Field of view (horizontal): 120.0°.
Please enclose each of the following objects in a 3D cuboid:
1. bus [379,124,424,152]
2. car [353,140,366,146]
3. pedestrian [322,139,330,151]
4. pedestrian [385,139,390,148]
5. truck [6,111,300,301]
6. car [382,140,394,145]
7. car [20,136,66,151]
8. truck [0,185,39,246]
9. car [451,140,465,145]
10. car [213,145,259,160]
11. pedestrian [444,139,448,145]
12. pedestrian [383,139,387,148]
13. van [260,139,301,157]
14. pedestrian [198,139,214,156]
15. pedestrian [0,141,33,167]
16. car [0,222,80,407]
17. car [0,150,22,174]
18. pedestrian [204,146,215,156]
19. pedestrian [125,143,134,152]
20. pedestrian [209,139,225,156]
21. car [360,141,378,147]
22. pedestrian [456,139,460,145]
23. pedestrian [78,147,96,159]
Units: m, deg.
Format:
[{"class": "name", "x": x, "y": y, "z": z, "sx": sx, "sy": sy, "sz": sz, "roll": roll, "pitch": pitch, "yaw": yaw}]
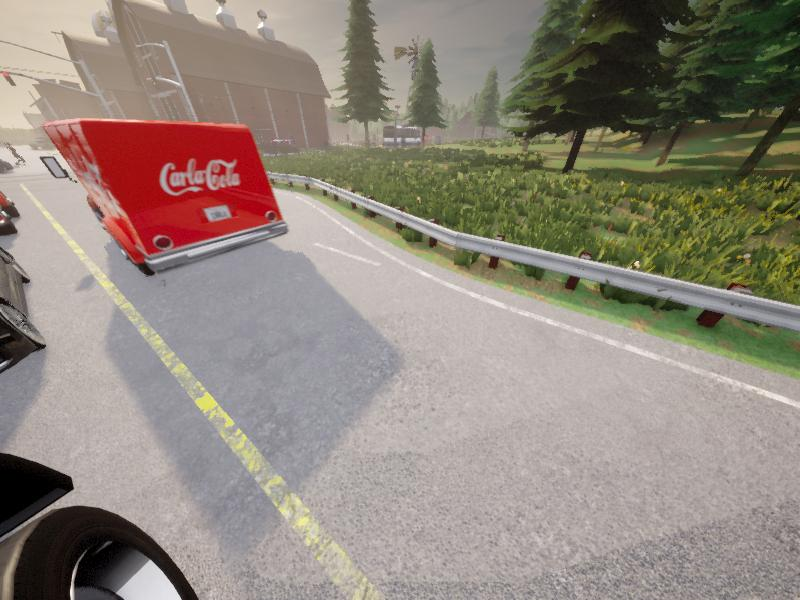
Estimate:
[{"class": "bus", "x": 0.582, "y": -33.737, "z": 48.201, "sx": 3.944, "sy": 4.253, "sz": 10.273, "roll": 22, "pitch": 41, "yaw": 28}, {"class": "car", "x": -13.453, "y": -52.056, "z": 76.526, "sx": 1.816, "sy": 1.474, "sz": 4.193, "roll": 22, "pitch": 40, "yaw": 27}, {"class": "pedestrian", "x": -13.637, "y": -28.575, "z": 42.538, "sx": 0.751, "sy": 1.860, "sz": 0.751, "roll": 22, "pitch": 41, "yaw": 28}, {"class": "pedestrian", "x": -2.912, "y": -37.054, "z": 54.658, "sx": 0.751, "sy": 1.860, "sz": 0.751, "roll": 19, "pitch": 39, "yaw": 24}, {"class": "truck", "x": -5.326, "y": -2.459, "z": 5.228, "sx": 5.204, "sy": 2.467, "sz": 2.627, "roll": 21, "pitch": 40, "yaw": 27}, {"class": "car", "x": -4.494, "y": -60.911, "z": 89.168, "sx": 4.193, "sy": 1.474, "sz": 1.816, "roll": 16, "pitch": 38, "yaw": 21}, {"class": "car", "x": -65.232, "y": -28.689, "z": 42.291, "sx": 3.866, "sy": 1.878, "sz": 1.905, "roll": -6, "pitch": 41, "yaw": -6}, {"class": "truck", "x": -12.588, "y": -2.885, "z": 5.777, "sx": 5.204, "sy": 2.467, "sz": 2.627, "roll": 22, "pitch": 40, "yaw": 27}, {"class": "car", "x": 22.809, "y": -62.003, "z": 90.868, "sx": 5.008, "sy": 1.535, "sz": 1.882, "roll": 22, "pitch": 41, "yaw": 28}, {"class": "car", "x": -20.553, "y": -18.655, "z": 29.130, "sx": 1.994, "sy": 1.385, "sz": 4.181, "roll": 22, "pitch": 41, "yaw": 28}, {"class": "pedestrian", "x": 15.380, "y": -52.710, "z": 77.027, "sx": 0.751, "sy": 1.860, "sz": 0.751, "roll": 20, "pitch": 40, "yaw": 26}, {"class": "pedestrian", "x": -3.607, "y": -37.086, "z": 54.697, "sx": 0.751, "sy": 1.860, "sz": 0.751, "roll": -10, "pitch": 36, "yaw": -14}, {"class": "van", "x": -17.003, "y": -21.832, "z": 33.085, "sx": 2.069, "sy": 2.038, "sz": 4.480, "roll": 22, "pitch": 41, "yaw": 28}, {"class": "pedestrian", "x": -25.054, "y": -19.719, "z": 29.876, "sx": 0.751, "sy": 1.860, "sz": 0.751, "roll": 22, "pitch": 41, "yaw": 28}, {"class": "pedestrian", "x": -33.656, "y": -12.784, "z": 20.185, "sx": 0.751, "sy": 1.860, "sz": 0.751, "roll": 17, "pitch": 39, "yaw": 23}, {"class": "car", "x": -6.375, "y": -0.092, "z": 2.710, "sx": 4.902, "sy": 1.511, "sz": 2.128, "roll": 22, "pitch": 41, "yaw": 28}, {"class": "car", "x": -29.978, "y": -9.175, "z": 15.572, "sx": 1.994, "sy": 1.385, "sz": 4.181, "roll": 4, "pitch": 35, "yaw": 5}, {"class": "pedestrian", "x": -24.570, "y": -19.185, "z": 29.781, "sx": 0.500, "sy": 1.100, "sz": 0.500, "roll": 16, "pitch": 38, "yaw": 21}, {"class": "pedestrian", "x": -41.512, "y": -23.458, "z": 35.477, "sx": 0.500, "sy": 1.100, "sz": 0.500, "roll": -26, "pitch": 43, "yaw": -32}, {"class": "pedestrian", "x": -24.111, "y": -20.086, "z": 30.404, "sx": 0.751, "sy": 1.860, "sz": 0.751, "roll": 16, "pitch": 38, "yaw": 21}, {"class": "car", "x": -8.939, "y": -44.680, "z": 66.096, "sx": 4.902, "sy": 1.511, "sz": 2.128, "roll": 21, "pitch": 40, "yaw": 27}, {"class": "pedestrian", "x": 21.468, "y": -58.869, "z": 85.819, "sx": 0.751, "sy": 1.860, "sz": 0.751, "roll": -9, "pitch": 36, "yaw": -13}, {"class": "pedestrian", "x": -33.743, "y": -15.816, "z": 24.884, "sx": 0.500, "sy": 1.100, "sz": 0.500, "roll": 1, "pitch": 35, "yaw": 1}]
